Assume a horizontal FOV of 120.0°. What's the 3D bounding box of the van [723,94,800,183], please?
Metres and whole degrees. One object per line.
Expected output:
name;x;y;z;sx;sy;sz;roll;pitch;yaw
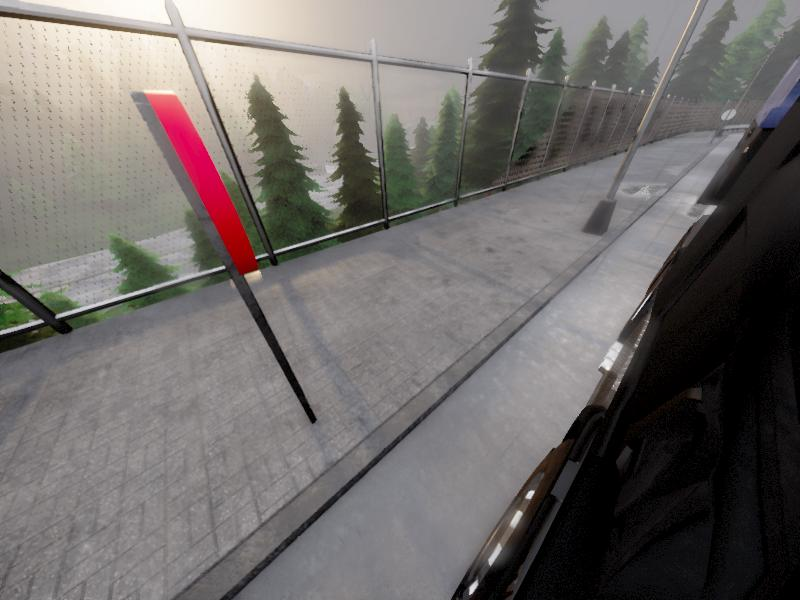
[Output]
van;16.358;-6.926;9.747;5.915;2.561;1.988;-28;44;-30

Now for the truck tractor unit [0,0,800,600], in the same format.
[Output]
truck tractor unit;2.645;-0.295;0.352;6.516;4.208;3.053;-28;44;-30

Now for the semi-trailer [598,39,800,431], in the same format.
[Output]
semi-trailer;8.699;-3.608;4.223;14.254;4.402;2.717;-28;44;-30
